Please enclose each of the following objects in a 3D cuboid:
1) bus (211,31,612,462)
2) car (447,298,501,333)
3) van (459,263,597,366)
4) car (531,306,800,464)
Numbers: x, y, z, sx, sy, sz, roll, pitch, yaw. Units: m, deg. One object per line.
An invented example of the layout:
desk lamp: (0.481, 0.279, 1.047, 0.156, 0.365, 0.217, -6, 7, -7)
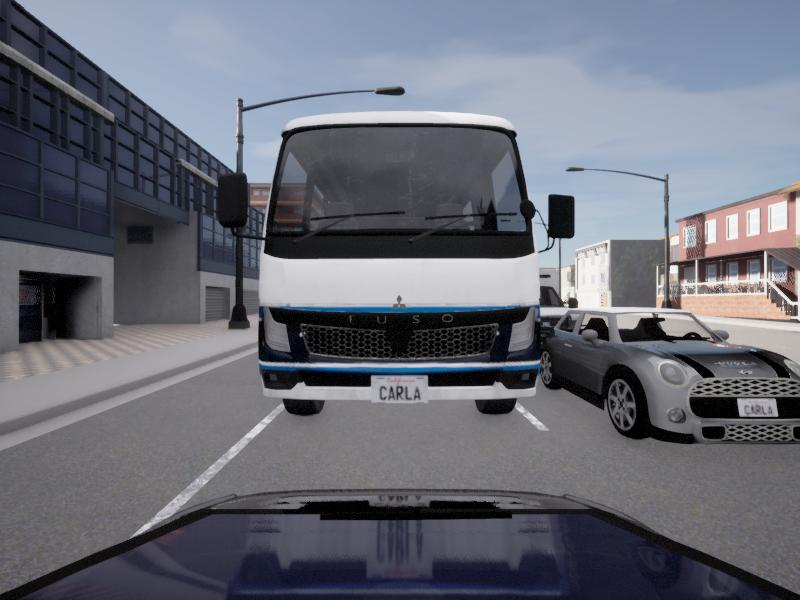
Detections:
bus: (0.118, -0.566, 9.092, 3.944, 4.253, 10.273, 0, 1, 0)
car: (3.500, 0.683, 19.815, 1.812, 1.442, 4.674, 0, 1, 0)
van: (3.500, 0.309, 12.675, 2.351, 2.431, 6.366, 0, 1, 0)
car: (3.502, 0.852, 5.780, 1.970, 1.475, 3.806, 0, 0, 0)
